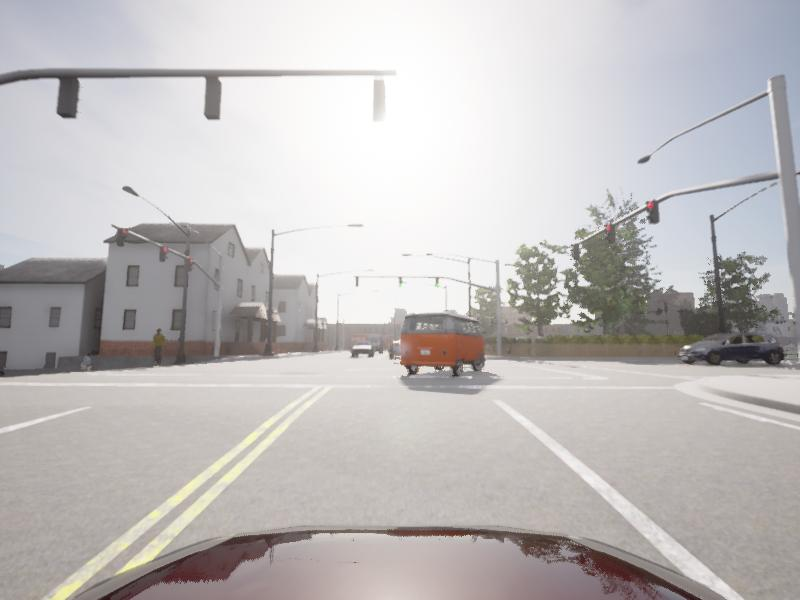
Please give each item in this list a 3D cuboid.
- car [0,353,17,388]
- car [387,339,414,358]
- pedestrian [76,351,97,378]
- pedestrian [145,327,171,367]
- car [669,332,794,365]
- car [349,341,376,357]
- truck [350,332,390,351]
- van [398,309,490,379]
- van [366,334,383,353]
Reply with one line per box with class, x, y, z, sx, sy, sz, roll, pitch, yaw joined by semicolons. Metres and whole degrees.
car;-20.766;3.549;18.075;4.974;1.542;2.038;-8;-6;0
car;0.039;4.138;34.214;2.128;1.511;4.902;0;-7;0
pedestrian;-21.973;4.524;28.074;0.751;1.860;0.751;0;-7;1
pedestrian;-11.602;2.234;19.213;0.751;1.860;0.751;1;-7;-7
car;17.317;2.559;21.145;4.611;1.667;2.242;0;-7;1
car;-3.458;4.640;38.079;2.033;1.411;5.357;0;-7;0
truck;-6.396;8.977;86.392;8.468;3.827;2.891;0;-7;0
van;1.681;1.520;13.814;1.775;1.987;4.442;-3;-7;25
van;-3.441;5.997;54.915;1.988;2.561;5.915;0;-7;0
